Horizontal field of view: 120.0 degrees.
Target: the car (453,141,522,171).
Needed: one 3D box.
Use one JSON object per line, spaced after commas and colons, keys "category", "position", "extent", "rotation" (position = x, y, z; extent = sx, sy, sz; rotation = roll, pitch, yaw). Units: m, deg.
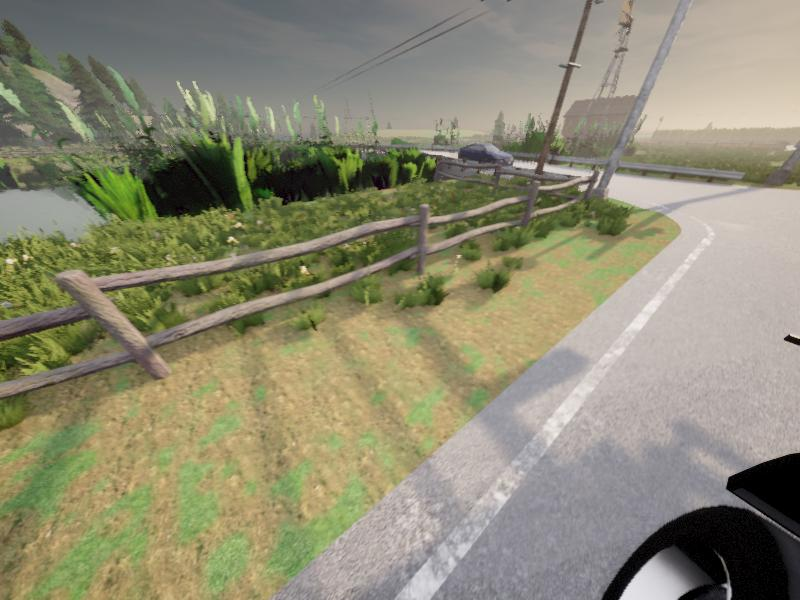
{"category": "car", "position": [6.415, -11.076, 17.625], "extent": [1.812, 1.442, 4.674], "rotation": [-21, 43, -26]}
